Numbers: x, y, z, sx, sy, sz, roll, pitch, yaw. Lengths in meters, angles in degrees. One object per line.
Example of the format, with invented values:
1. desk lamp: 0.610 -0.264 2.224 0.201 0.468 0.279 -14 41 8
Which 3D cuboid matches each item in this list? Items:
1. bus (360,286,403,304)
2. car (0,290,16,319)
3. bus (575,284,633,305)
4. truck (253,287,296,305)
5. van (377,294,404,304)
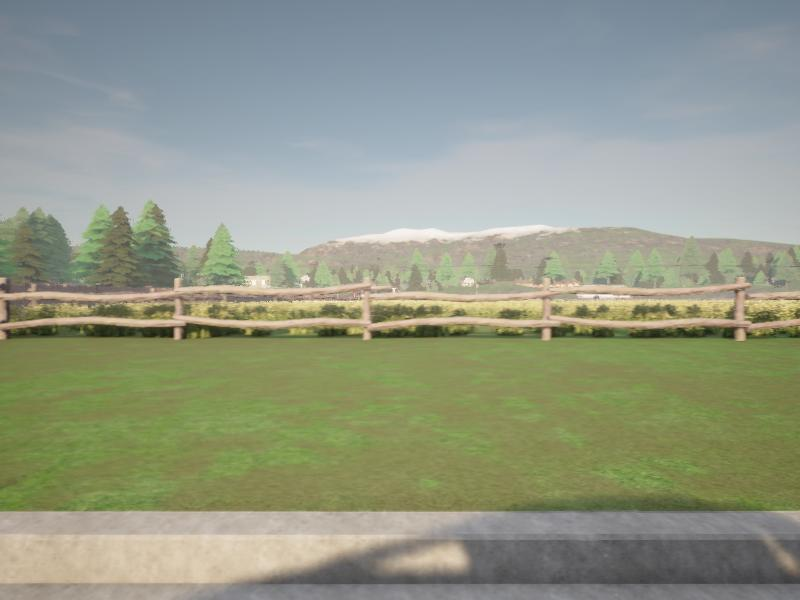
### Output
1. bus: -4.491 -1.138 98.641 10.273 4.253 3.944 0 0 0
2. car: -22.699 0.234 19.871 2.038 1.542 4.974 0 0 36
3. bus: 43.227 -1.152 84.857 10.273 4.253 3.944 0 0 0
4. truck: -27.564 -0.917 87.909 8.468 3.827 2.891 0 0 0
5. van: -2.154 -0.227 95.028 6.366 2.431 2.351 0 0 0
